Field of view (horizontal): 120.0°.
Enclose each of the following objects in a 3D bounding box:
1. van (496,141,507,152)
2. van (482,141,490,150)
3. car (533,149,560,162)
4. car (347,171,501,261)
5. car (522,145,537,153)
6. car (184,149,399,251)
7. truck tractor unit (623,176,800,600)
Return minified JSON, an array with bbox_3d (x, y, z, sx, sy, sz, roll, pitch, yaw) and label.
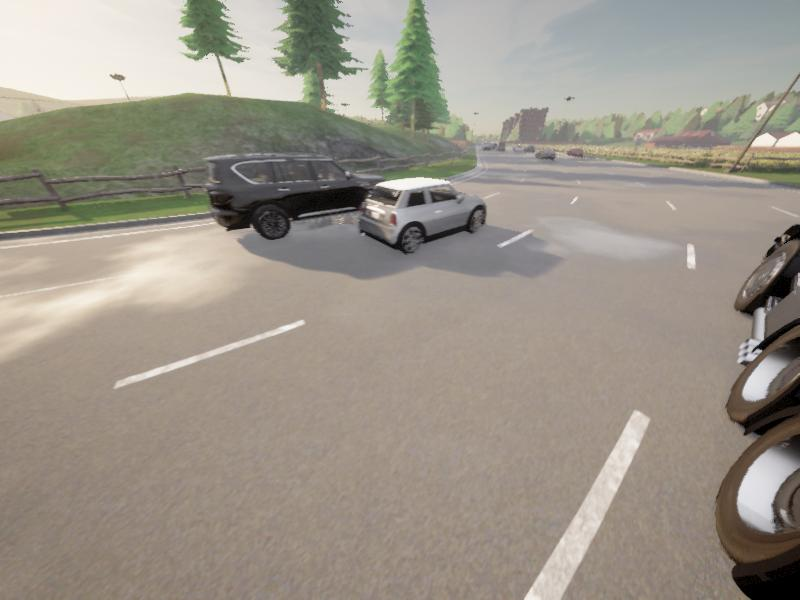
[{"bbox_3d":[28.961,-44.163,66.260,1.988,2.561,5.915,9,35,13],"label":"van"},{"bbox_3d":[30.796,-55.474,82.879,2.351,2.431,6.366,9,35,12],"label":"van"},{"bbox_3d":[22.094,-22.039,35.046,2.033,1.411,5.357,9,35,13],"label":"car"},{"bbox_3d":[0.769,-2.631,6.615,3.806,1.475,1.970,-25,42,-31],"label":"car"},{"bbox_3d":[34.677,-40.552,61.943,2.242,1.667,4.611,9,35,13],"label":"car"},{"bbox_3d":[-2.904,-3.553,7.441,5.566,2.045,2.150,-24,42,-30],"label":"car"},{"bbox_3d":[4.952,-0.431,0.989,6.516,4.208,3.053,-24,41,-31],"label":"truck tractor unit"}]
